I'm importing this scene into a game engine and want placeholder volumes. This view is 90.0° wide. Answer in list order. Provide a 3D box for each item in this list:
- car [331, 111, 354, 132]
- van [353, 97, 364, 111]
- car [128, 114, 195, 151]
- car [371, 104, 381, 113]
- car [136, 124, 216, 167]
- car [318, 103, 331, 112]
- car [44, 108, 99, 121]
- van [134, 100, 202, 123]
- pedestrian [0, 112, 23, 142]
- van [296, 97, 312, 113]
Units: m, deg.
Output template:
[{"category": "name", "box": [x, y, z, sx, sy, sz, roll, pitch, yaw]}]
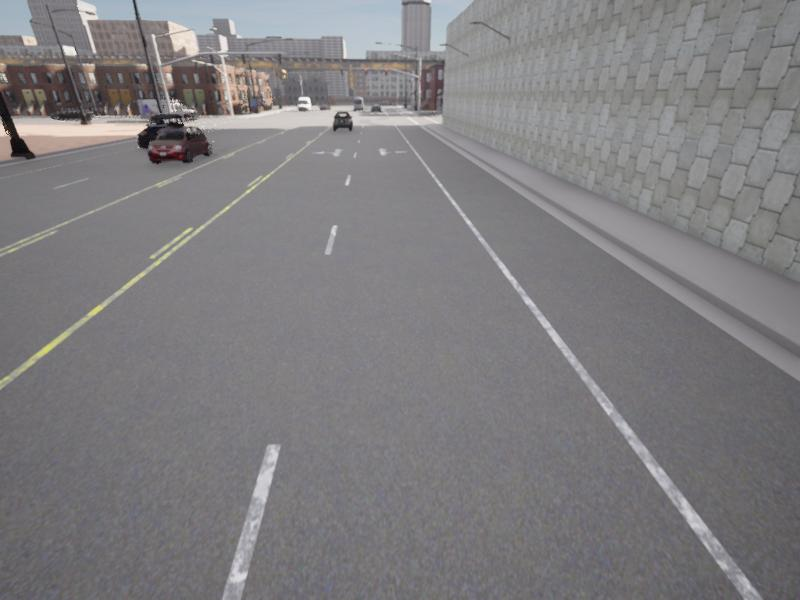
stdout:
[{"category": "car", "box": [-5.386, -16.988, 37.951, 1.851, 1.617, 3.988, -2, 27, -3]}, {"category": "van", "box": [-8.612, -41.151, 83.989, 1.988, 2.561, 5.915, -2, 27, -3]}, {"category": "car", "box": [-15.032, -10.783, 25.553, 1.905, 1.878, 3.866, -2, 27, -3]}, {"category": "car", "box": [-4.631, -37.273, 77.638, 1.812, 1.442, 4.674, -2, 27, -3]}, {"category": "car", "box": [-11.136, -7.912, 20.273, 1.851, 1.617, 3.988, -2, 27, -3]}, {"category": "car", "box": [-15.480, -39.679, 82.406, 1.994, 1.385, 4.181, -2, 27, -3]}, {"category": "car", "box": [-42.298, -23.968, 51.646, 4.902, 1.511, 2.128, -2, 27, -3]}, {"category": "van", "box": [-28.347, -23.189, 49.129, 6.366, 2.431, 2.351, -2, 27, -3]}, {"category": "pedestrian", "box": [-27.259, -12.039, 27.791, 0.751, 1.860, 0.751, 6, 28, 11]}, {"category": "van", "box": [-18.731, -38.203, 78.250, 1.988, 2.561, 5.915, -2, 27, -3]}]
